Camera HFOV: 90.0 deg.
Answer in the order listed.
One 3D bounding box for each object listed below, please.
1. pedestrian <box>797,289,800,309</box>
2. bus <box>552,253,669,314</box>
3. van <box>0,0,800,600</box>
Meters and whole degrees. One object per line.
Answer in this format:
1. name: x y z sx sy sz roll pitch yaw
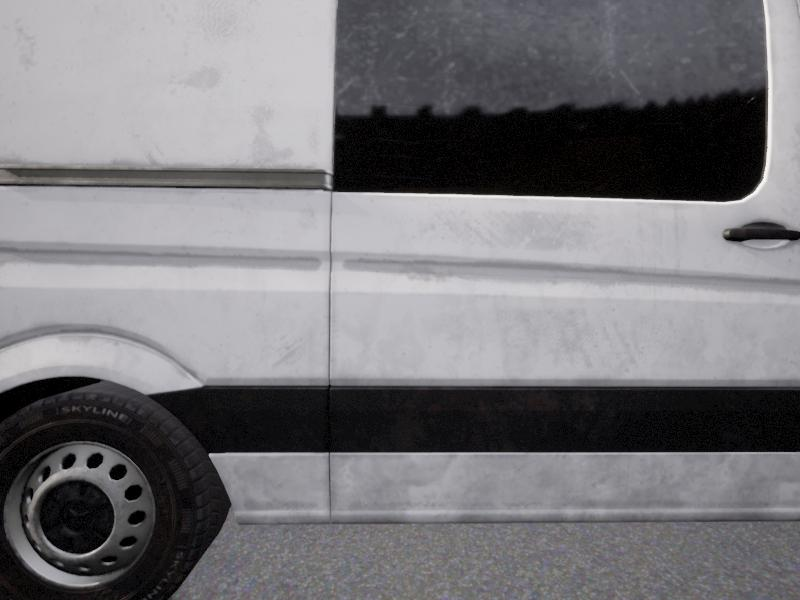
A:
1. pedestrian: 36.773 -0.115 36.342 0.751 1.860 0.751 0 0 0
2. bus: 16.488 -1.134 32.689 3.944 4.253 10.273 0 0 -2
3. van: 0.744 -0.278 2.191 5.915 2.561 1.988 0 0 -1
